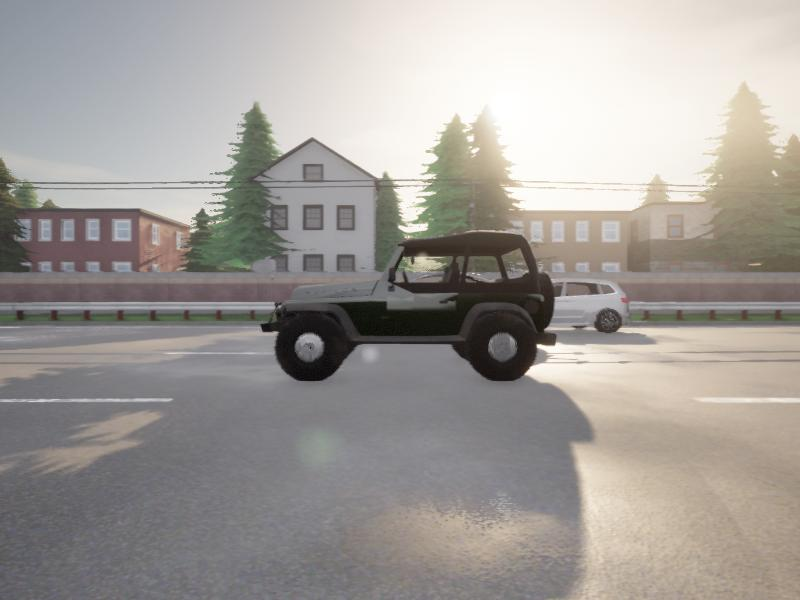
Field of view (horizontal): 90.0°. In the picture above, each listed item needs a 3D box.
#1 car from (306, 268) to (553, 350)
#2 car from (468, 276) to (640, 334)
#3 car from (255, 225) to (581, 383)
[{"bbox_3d":[0.600,0.180,9.199,5.027,1.651,2.152,0,0,0],"label":"car"},{"bbox_3d":[4.653,0.154,12.701,4.611,1.667,2.242,0,0,0],"label":"car"},{"bbox_3d":[0.213,0.046,5.701,3.866,1.878,1.905,0,0,0],"label":"car"}]
